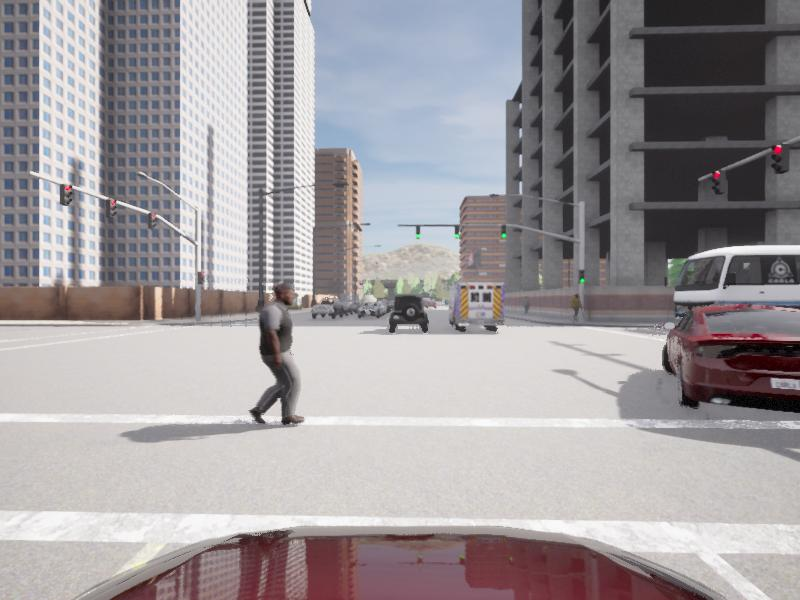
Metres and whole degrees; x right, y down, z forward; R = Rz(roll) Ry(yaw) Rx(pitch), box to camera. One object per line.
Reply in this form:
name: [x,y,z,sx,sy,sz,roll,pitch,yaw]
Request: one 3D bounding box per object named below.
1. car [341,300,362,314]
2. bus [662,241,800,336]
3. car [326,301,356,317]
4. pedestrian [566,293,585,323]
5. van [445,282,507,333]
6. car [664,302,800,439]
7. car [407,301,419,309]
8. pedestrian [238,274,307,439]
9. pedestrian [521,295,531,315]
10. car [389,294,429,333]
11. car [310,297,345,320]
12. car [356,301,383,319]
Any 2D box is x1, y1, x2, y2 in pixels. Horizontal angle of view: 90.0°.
car: [-5.680,0.786,47.106,1.851,1.617,3.988,0,0,2]
bus: [19.458,-0.535,19.841,10.273,4.253,3.944,0,0,2]
car: [-5.941,0.849,40.663,2.163,1.488,4.792,0,0,2]
pedestrian: [10.765,0.484,24.553,0.751,1.860,0.751,0,0,-9]
van: [3.992,0.377,22.306,2.351,2.431,6.366,0,0,1]
car: [5.759,0.822,6.782,1.882,1.535,5.008,-1,0,31]
car: [2.381,0.861,72.581,2.128,1.511,4.902,0,0,2]
pedestrian: [-1.571,0.637,4.978,0.751,1.860,0.751,0,0,-17]
pedestrian: [11.724,0.485,37.166,0.751,1.860,0.751,0,0,5]
car: [0.467,0.645,21.115,1.905,1.878,3.866,0,0,1]
car: [-6.157,0.651,34.515,1.932,1.855,4.605,0,0,4]
car: [-2.632,0.852,35.718,1.970,1.475,3.806,0,0,3]
